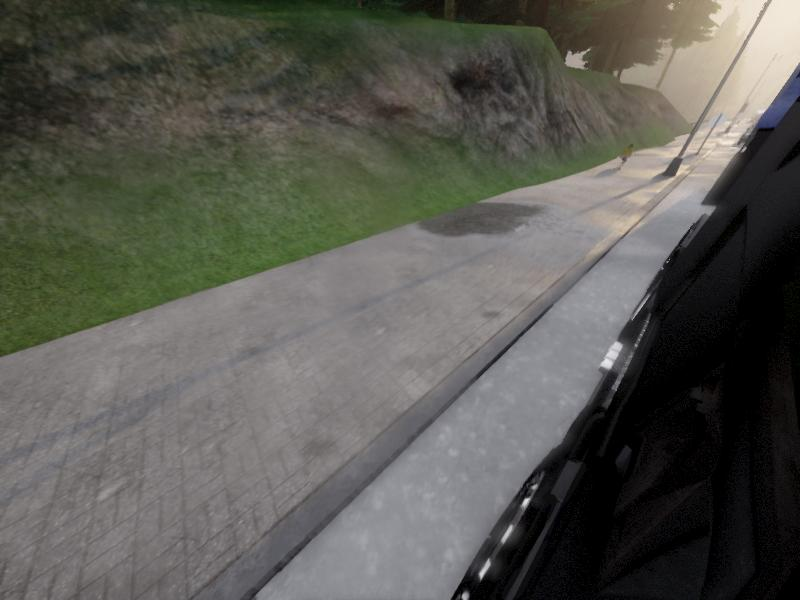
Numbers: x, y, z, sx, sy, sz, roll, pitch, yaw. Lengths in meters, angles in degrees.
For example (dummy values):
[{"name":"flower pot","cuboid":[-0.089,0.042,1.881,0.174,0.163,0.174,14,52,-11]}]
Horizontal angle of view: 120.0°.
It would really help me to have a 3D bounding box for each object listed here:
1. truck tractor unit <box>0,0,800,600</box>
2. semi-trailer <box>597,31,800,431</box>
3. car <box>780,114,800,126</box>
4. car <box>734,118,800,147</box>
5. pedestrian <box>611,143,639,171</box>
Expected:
[{"name":"truck tractor unit","cuboid":[2.645,-0.295,0.352,6.516,4.208,3.053,-28,44,-30]},{"name":"semi-trailer","cuboid":[8.745,-3.557,4.204,14.254,4.402,2.717,-27,43,-29]},{"name":"car","cuboid":[69.738,-31.775,40.798,4.974,1.542,2.038,-28,43,-30]},{"name":"car","cuboid":[29.700,-13.640,18.779,4.611,1.667,2.242,-28,43,-30]},{"name":"pedestrian","cuboid":[10.828,-6.882,11.133,0.500,1.100,0.500,-26,42,-28]}]
